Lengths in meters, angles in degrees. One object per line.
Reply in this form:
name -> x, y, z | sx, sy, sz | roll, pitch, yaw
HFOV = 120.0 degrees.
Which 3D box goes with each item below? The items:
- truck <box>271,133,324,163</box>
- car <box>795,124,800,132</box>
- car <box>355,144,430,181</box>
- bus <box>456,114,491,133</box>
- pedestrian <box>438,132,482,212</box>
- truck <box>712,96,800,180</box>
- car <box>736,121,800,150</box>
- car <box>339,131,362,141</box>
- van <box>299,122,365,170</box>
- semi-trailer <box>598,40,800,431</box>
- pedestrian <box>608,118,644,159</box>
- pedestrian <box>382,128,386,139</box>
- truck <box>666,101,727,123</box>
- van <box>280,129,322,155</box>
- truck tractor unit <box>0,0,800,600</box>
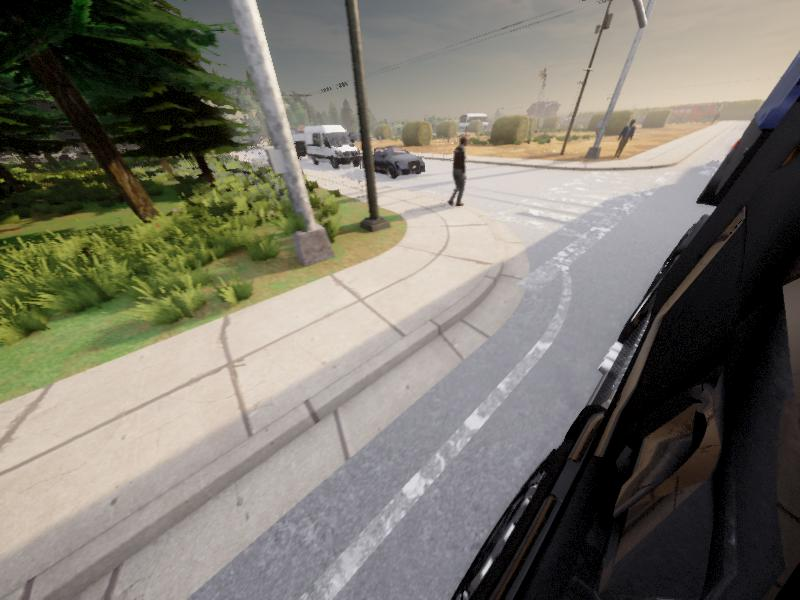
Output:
truck -> -10.196, -15.113, 22.773 | 2.390, 2.098, 6.274 | -27, 43, -29
car -> 43.772, -18.658, 24.143 | 3.705, 1.549, 1.789 | -29, 43, -29
car -> -0.524, -7.967, 13.208 | 1.994, 1.385, 4.181 | -28, 43, -29
bus -> 22.347, -53.517, 69.865 | 10.273, 4.253, 3.944 | -25, 42, -27
pedestrian -> 1.626, -3.600, 6.540 | 0.751, 1.860, 0.751 | -13, 38, -14
truck -> 16.202, -6.876, 9.655 | 5.204, 2.467, 2.627 | -28, 44, -30
car -> 25.470, -11.419, 15.996 | 4.181, 1.385, 1.994 | -29, 44, -30
car -> -11.665, -38.854, 54.837 | 4.856, 1.649, 2.033 | -25, 42, -27
van -> -5.262, -11.769, 17.619 | 1.988, 2.561, 5.915 | -27, 43, -29
semi-trailer -> 8.686, -3.623, 4.227 | 14.254, 4.402, 2.717 | -28, 44, -30
pedestrian -> 12.774, -9.149, 13.136 | 0.751, 1.860, 0.751 | 18, 42, 26
pedestrian -> -3.508, -36.627, 50.827 | 0.751, 1.860, 0.751 | -11, 38, -10
truck -> 75.450, -47.786, 59.042 | 2.891, 3.827, 8.468 | -28, 43, -29
van -> -12.784, -20.392, 29.709 | 2.351, 2.431, 6.366 | -27, 43, -29
truck tractor unit -> 2.645, -0.295, 0.351 | 6.516, 4.208, 3.053 | -28, 44, -30
